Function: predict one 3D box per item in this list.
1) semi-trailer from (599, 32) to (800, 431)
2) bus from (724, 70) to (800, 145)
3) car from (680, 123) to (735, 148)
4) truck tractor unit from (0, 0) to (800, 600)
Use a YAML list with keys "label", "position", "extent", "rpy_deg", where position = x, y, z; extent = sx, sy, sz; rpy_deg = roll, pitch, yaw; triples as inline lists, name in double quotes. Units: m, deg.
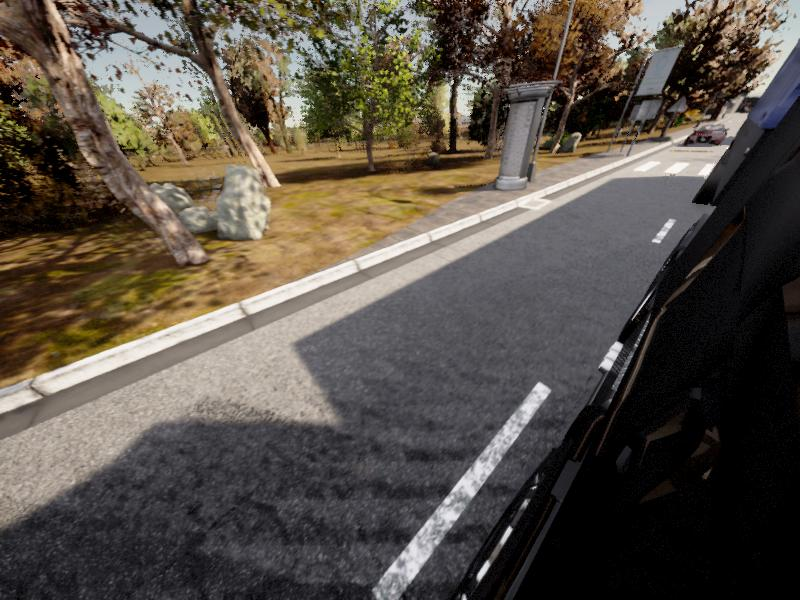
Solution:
- label: "semi-trailer"
  position: [8.642, -3.644, 4.280]
  extent: [14.254, 4.402, 2.717]
  rpy_deg: [-29, 44, -30]
- label: "bus"
  position: [31.744, -15.731, 19.017]
  extent: [10.273, 4.253, 3.944]
  rpy_deg: [-28, 43, -30]
- label: "car"
  position: [24.688, -13.212, 18.543]
  extent: [4.181, 1.385, 1.994]
  rpy_deg: [-28, 43, -30]
- label: "truck tractor unit"
  position: [2.645, -0.295, 0.351]
  extent: [6.516, 4.208, 3.053]
  rpy_deg: [-28, 44, -30]
